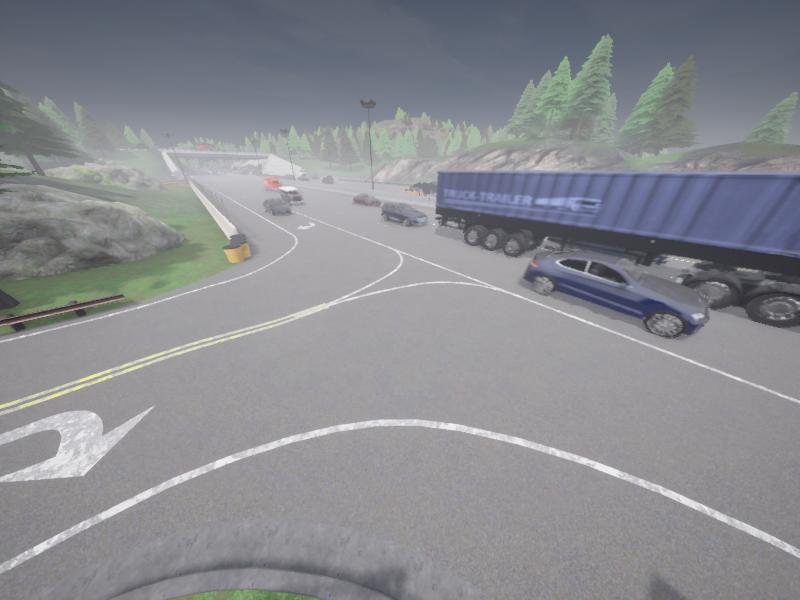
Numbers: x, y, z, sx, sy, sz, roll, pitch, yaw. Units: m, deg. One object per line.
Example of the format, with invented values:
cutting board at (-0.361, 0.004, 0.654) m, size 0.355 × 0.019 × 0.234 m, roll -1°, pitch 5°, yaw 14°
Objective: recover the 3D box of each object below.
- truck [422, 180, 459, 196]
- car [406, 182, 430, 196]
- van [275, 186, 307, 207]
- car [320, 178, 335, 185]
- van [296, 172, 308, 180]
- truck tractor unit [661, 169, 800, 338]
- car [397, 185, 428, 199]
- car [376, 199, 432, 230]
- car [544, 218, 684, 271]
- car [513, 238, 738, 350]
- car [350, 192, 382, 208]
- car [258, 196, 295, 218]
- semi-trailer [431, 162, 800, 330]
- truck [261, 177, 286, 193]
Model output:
truck at (7.091, -19.868, 40.922) m, size 2.390 × 2.098 × 6.274 m, roll -23°, pitch 37°, yaw -34°
car at (3.144, -19.403, 40.323) m, size 1.905 × 1.878 × 3.866 m, roll -23°, pitch 37°, yaw -34°
van at (-14.036, -13.372, 29.727) m, size 2.069 × 2.038 × 4.480 m, roll -23°, pitch 37°, yaw -34°
car at (-20.348, -33.132, 64.464) m, size 2.007 × 1.525 × 4.514 m, roll -23°, pitch 37°, yaw -34°
van at (-36.136, -45.632, 85.068) m, size 1.988 × 2.561 × 5.915 m, roll -23°, pitch 37°, yaw -34°
truck tractor unit at (12.964, -1.059, 6.207) m, size 3.053 × 4.208 × 6.516 m, roll -23°, pitch 37°, yaw -34°
car at (1.903, -17.292, 36.974) m, size 1.801 × 1.575 × 5.366 m, roll -23°, pitch 37°, yaw -34°
car at (0.226, -7.474, 19.923) m, size 2.033 × 1.649 × 4.856 m, roll -23°, pitch 37°, yaw -34°
car at (11.585, -3.356, 13.025) m, size 2.033 × 1.411 × 5.357 m, roll -23°, pitch 37°, yaw -34°
car at (7.157, -0.654, 8.117) m, size 2.152 × 1.651 × 5.027 m, roll -23°, pitch 37°, yaw -34°
car at (-4.337, -12.759, 29.337) m, size 1.994 × 1.385 × 4.181 m, roll -23°, pitch 37°, yaw -34°
car at (-12.894, -9.743, 23.987) m, size 1.837 × 1.490 × 4.892 m, roll -23°, pitch 37°, yaw -34°
semi-trailer at (7.851, -4.166, 11.396) m, size 2.717 × 4.402 × 14.254 m, roll -23°, pitch 37°, yaw -34°
truck at (-25.022, -22.757, 45.551) m, size 2.627 × 2.467 × 5.204 m, roll -23°, pitch 37°, yaw -34°
